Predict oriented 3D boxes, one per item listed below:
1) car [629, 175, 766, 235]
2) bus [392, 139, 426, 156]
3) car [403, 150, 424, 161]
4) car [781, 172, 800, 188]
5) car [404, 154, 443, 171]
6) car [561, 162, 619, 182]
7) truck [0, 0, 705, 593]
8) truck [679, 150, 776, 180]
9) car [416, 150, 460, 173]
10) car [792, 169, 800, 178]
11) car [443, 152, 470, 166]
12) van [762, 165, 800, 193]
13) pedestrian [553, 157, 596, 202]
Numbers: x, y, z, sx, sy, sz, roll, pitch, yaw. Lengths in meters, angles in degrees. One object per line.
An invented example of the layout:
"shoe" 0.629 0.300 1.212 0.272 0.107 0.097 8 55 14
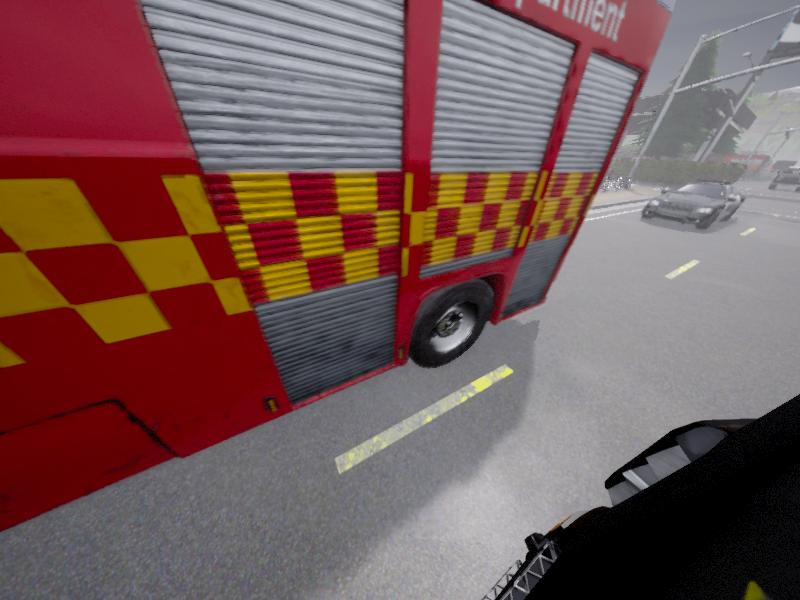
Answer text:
"car" 12.088 -4.035 9.406 4.974 1.542 2.038 -16 38 -26
"bus" 2.973 -50.096 75.750 10.273 4.253 3.944 -17 38 -26
"car" 2.714 -29.669 47.472 2.033 1.649 4.856 -16 37 -26
"car" 46.839 -13.993 26.835 4.674 1.442 1.812 -16 38 -26
"car" 2.641 -15.629 26.272 3.806 1.475 1.970 -16 38 -26
"car" 21.512 -14.682 26.383 2.007 1.525 4.514 -16 38 -26
"truck" -2.132 -0.887 1.630 8.468 3.827 2.891 -16 38 -26
"truck" 55.548 -23.370 39.710 2.891 3.827 8.468 -16 38 -25
"car" 3.790 -14.063 23.490 3.866 1.878 1.905 -16 38 -26
"car" 88.487 -26.823 49.319 1.812 1.442 4.674 -16 38 -25
"car" 9.223 -23.254 38.061 1.905 1.878 3.866 -16 38 -26
"van" 37.350 -11.490 21.940 4.480 2.038 2.069 -14 37 -27
"pedestrian" 8.406 -5.802 11.189 0.751 1.860 0.751 -9 35 -16
